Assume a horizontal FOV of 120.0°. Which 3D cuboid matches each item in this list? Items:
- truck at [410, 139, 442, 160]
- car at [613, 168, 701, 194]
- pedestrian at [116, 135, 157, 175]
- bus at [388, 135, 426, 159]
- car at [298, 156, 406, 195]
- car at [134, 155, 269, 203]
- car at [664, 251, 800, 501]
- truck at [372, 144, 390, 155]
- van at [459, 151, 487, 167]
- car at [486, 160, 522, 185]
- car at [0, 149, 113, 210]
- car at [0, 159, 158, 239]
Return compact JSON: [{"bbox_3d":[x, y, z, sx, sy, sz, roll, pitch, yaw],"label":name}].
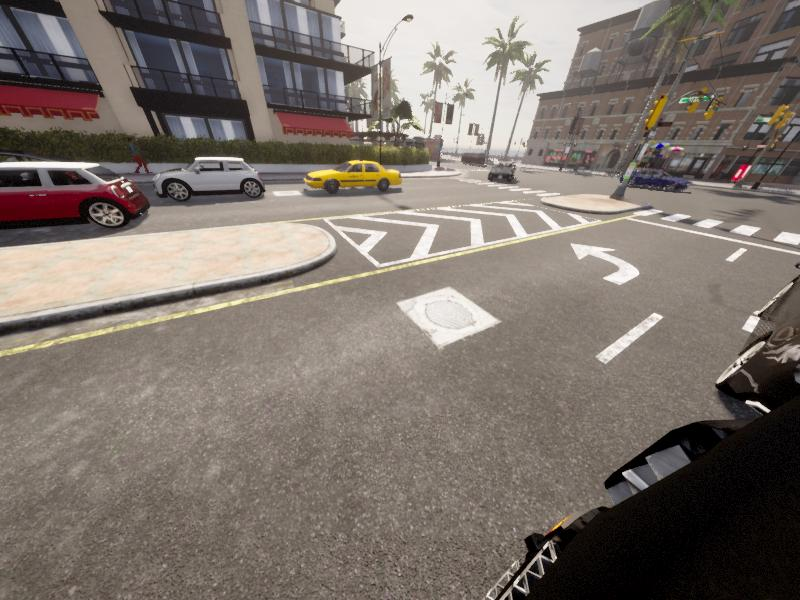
[{"bbox_3d":[5.862,-35.276,54.065,2.891,3.827,8.468,-16,38,-26],"label":"truck"},{"bbox_3d":[22.085,-10.465,20.107,1.812,1.442,4.674,-16,38,-26],"label":"car"},{"bbox_3d":[-14.906,-8.184,13.120,0.751,1.860,0.751,-17,38,-27],"label":"pedestrian"},{"bbox_3d":[1.260,-36.020,54.447,3.944,4.253,10.273,-16,38,-26],"label":"bus"},{"bbox_3d":[-2.468,-6.913,12.738,5.366,1.575,1.801,-16,38,-26],"label":"car"},{"bbox_3d":[-8.045,-5.240,9.882,3.806,1.475,1.970,-16,38,-26],"label":"car"},{"bbox_3d":[5.408,0.458,2.309,4.902,1.511,2.128,-16,38,-26],"label":"car"},{"bbox_3d":[-5.627,-44.943,68.960,2.627,2.467,5.204,-25,43,-35],"label":"truck"},{"bbox_3d":[12.378,-24.161,39.493,1.775,1.987,4.442,-16,38,-26],"label":"van"},{"bbox_3d":[9.245,-11.367,20.395,2.007,1.525,4.514,18,37,22],"label":"car"},{"bbox_3d":[-12.714,-3.908,7.446,3.705,1.549,1.789,-16,38,-26],"label":"car"},{"bbox_3d":[-9.272,-2.632,5.861,3.806,1.475,1.970,-16,38,-26],"label":"car"}]
